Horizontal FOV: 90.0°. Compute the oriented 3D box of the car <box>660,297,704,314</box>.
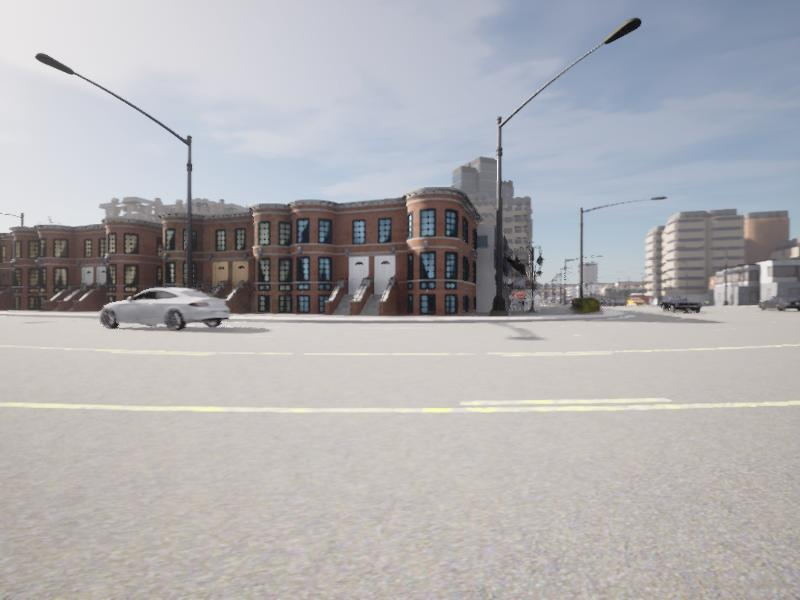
[{"bbox_3d":[22.688,0.397,32.401,1.895,1.301,4.718,0,0,22],"label":"car"}]

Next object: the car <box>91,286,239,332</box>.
[{"bbox_3d":[-8.265,0.288,14.141,4.674,1.442,1.812,0,0,17],"label":"car"}]

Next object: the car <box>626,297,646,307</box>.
[{"bbox_3d":[39.418,0.375,66.889,1.882,1.535,5.008,0,0,19],"label":"car"}]

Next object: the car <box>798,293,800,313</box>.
[{"bbox_3d":[33.400,0.226,30.921,1.930,1.638,5.238,0,0,23],"label":"car"}]

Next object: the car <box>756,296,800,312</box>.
[{"bbox_3d":[36.289,0.360,37.961,2.033,1.411,5.357,0,0,21],"label":"car"}]

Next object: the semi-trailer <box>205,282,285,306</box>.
[{"bbox_3d":[-29.867,-1.128,77.815,14.254,4.402,2.717,0,-1,-17],"label":"semi-trailer"}]
